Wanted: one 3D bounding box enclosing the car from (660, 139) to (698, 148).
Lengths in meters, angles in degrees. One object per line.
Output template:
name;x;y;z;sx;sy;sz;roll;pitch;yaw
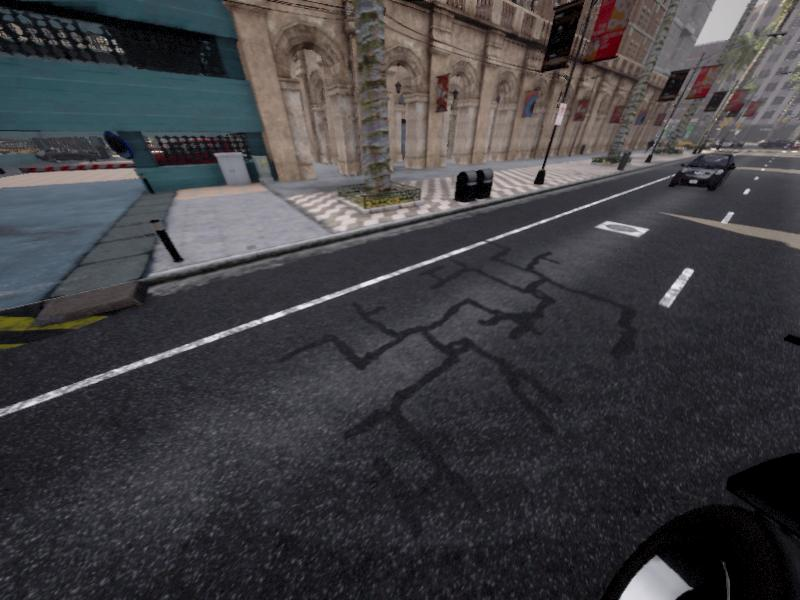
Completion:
car;66.026;-37.126;54.764;1.801;1.575;5.366;-23;41;-28

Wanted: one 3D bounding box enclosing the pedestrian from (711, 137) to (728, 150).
pedestrian;57.979;-28.444;41.920;0.751;1.860;0.751;0;35;0

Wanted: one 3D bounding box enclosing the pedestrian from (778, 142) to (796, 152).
pedestrian;63.691;-25.223;38.011;0.751;1.300;0.751;21;40;28

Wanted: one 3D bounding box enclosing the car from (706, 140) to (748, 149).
car;70.682;-33.813;50.028;2.038;1.542;4.974;-27;43;-32

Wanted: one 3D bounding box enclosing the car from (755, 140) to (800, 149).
car;77.697;-31.830;47.237;5.357;1.411;2.033;10;36;15

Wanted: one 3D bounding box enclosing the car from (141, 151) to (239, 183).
car;-14.016;-9.210;15.794;4.514;1.523;2.007;-23;41;-29

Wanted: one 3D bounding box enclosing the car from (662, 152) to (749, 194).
car;15.689;-6.628;11.879;3.633;1.501;1.845;-23;41;-29

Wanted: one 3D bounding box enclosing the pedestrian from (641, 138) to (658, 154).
pedestrian;35.155;-21.706;32.570;0.751;1.860;0.751;-23;41;-29

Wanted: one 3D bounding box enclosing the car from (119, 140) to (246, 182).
car;-14.065;-9.511;15.542;5.566;2.045;2.435;-23;41;-29

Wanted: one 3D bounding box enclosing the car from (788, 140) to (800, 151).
car;70.829;-27.189;40.619;4.792;1.488;2.163;-23;41;-28

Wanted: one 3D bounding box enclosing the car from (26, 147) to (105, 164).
car;-39.062;-17.093;27.246;4.902;1.511;2.128;-23;41;-29
